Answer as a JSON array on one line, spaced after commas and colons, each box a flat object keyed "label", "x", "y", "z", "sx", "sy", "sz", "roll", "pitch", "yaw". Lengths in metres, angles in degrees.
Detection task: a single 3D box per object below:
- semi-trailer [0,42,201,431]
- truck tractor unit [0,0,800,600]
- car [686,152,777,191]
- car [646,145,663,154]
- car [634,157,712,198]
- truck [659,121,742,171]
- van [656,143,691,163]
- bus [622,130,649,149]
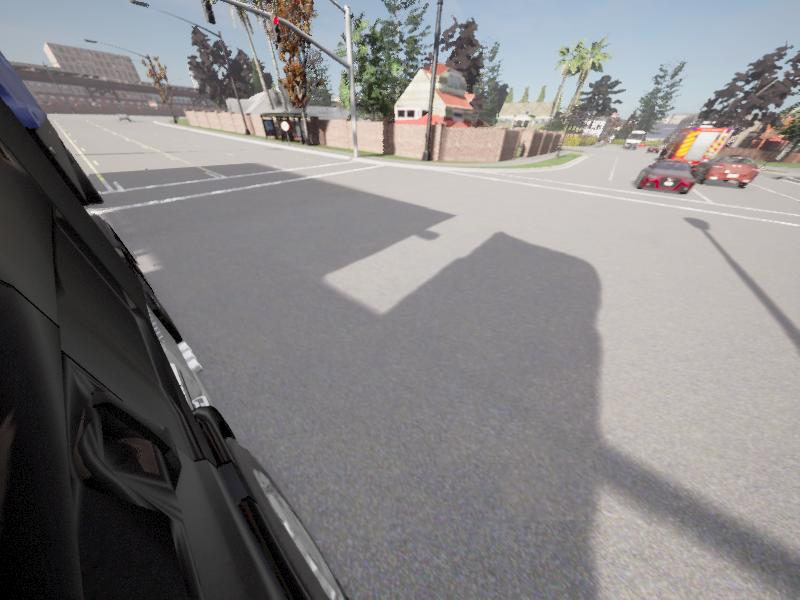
[{"label": "semi-trailer", "x": -8.685, "y": -3.619, "z": 4.233, "sx": 14.254, "sy": 4.402, "sz": 2.717, "roll": 28, "pitch": 44, "yaw": 30}, {"label": "truck tractor unit", "x": -2.645, "y": -0.295, "z": 0.351, "sx": 6.516, "sy": 4.208, "sz": 3.053, "roll": 28, "pitch": 44, "yaw": 30}, {"label": "car", "x": 21.860, "y": -8.815, "z": 15.591, "sx": 2.152, "sy": 1.651, "sz": 5.027, "roll": 27, "pitch": 43, "yaw": 29}, {"label": "car", "x": 55.205, "y": -32.721, "z": 50.164, "sx": 1.895, "sy": 1.301, "sz": 4.718, "roll": 27, "pitch": 43, "yaw": 29}, {"label": "car", "x": 14.746, "y": -6.900, "z": 12.798, "sx": 1.994, "sy": 1.385, "sz": 4.181, "roll": 26, "pitch": 43, "yaw": 28}, {"label": "truck", "x": 31.407, "y": -16.556, "z": 24.770, "sx": 2.891, "sy": 3.827, "sz": 8.468, "roll": 27, "pitch": 43, "yaw": 29}, {"label": "van", "x": 37.248, "y": -20.193, "z": 31.578, "sx": 1.775, "sy": 1.987, "sz": 4.442, "roll": 25, "pitch": 42, "yaw": 27}, {"label": "bus", "x": 70.748, "y": -48.322, "z": 69.661, "sx": 3.944, "sy": 4.253, "sz": 10.273, "roll": 27, "pitch": 43, "yaw": 29}]
